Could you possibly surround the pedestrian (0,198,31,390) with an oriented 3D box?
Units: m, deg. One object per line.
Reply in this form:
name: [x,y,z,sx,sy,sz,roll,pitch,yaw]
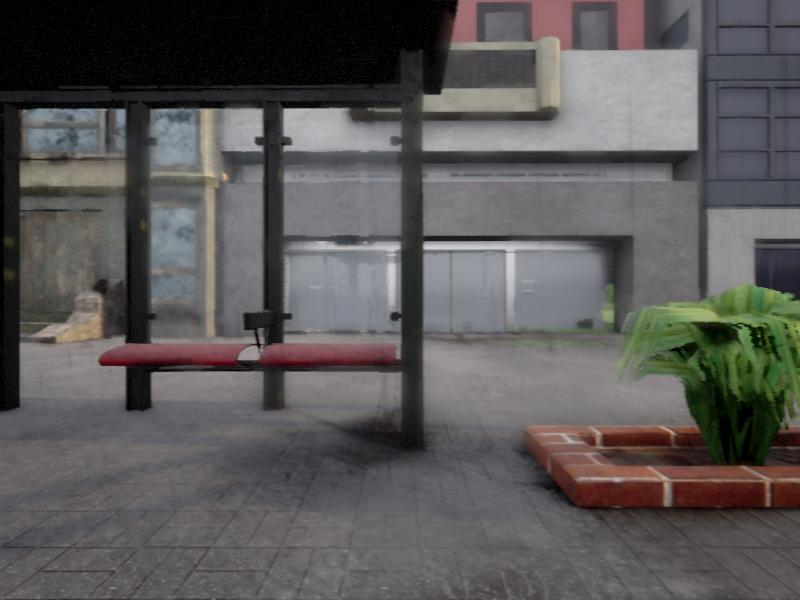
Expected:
pedestrian: [-4.243,-0.059,3.816,0.751,1.860,0.751,0,0,1]
